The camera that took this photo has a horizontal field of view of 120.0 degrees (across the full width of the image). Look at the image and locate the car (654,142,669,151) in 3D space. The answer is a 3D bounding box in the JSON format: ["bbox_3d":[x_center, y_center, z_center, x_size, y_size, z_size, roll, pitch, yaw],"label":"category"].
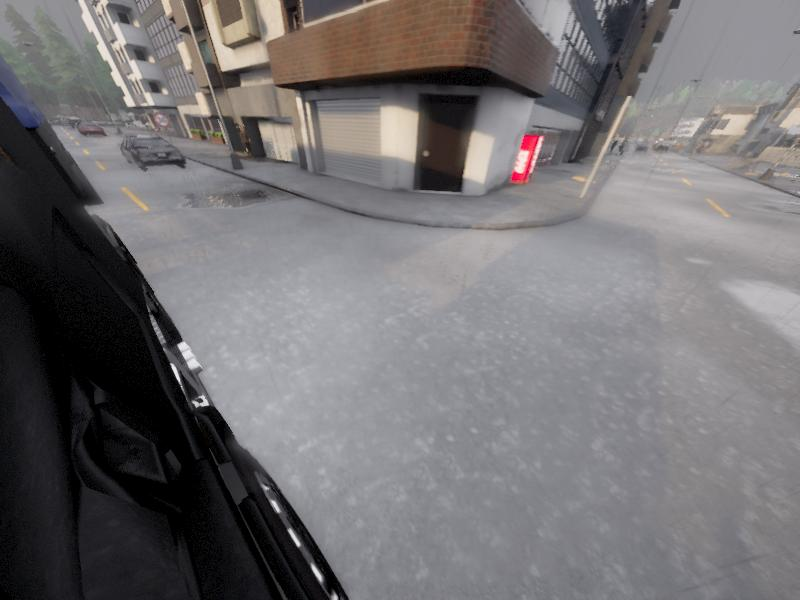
[{"bbox_3d":[66.488,-39.060,58.725,1.801,1.575,5.366,28,44,30],"label":"car"}]

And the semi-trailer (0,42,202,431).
[{"bbox_3d":[-8.703,-3.595,4.232,14.254,4.402,2.717,28,44,30],"label":"semi-trailer"}]

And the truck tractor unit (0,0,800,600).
[{"bbox_3d":[-2.645,-0.295,0.352,6.516,4.208,3.053,28,44,30],"label":"truck tractor unit"}]

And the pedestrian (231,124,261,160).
[{"bbox_3d":[-9.804,-10.070,14.752,0.751,1.860,0.751,18,39,19],"label":"pedestrian"}]

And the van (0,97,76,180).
[{"bbox_3d":[-17.277,-7.383,10.335,5.915,2.561,1.988,29,44,29],"label":"van"}]

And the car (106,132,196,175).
[{"bbox_3d":[-13.167,-7.850,12.177,5.357,1.411,2.033,28,44,30],"label":"car"}]

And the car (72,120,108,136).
[{"bbox_3d":[-38.354,-21.239,28.548,4.181,1.385,1.994,28,44,30],"label":"car"}]

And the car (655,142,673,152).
[{"bbox_3d":[61.840,-35.895,54.150,1.930,1.638,5.238,28,44,30],"label":"car"}]

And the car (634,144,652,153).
[{"bbox_3d":[47.051,-29.351,44.756,1.895,1.301,4.718,28,44,30],"label":"car"}]

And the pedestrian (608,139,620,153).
[{"bbox_3d":[35.215,-25.369,38.017,0.751,1.860,0.751,26,43,28],"label":"pedestrian"}]

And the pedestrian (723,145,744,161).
[{"bbox_3d":[46.954,-20.755,32.573,0.751,1.860,0.751,27,43,29],"label":"pedestrian"}]
